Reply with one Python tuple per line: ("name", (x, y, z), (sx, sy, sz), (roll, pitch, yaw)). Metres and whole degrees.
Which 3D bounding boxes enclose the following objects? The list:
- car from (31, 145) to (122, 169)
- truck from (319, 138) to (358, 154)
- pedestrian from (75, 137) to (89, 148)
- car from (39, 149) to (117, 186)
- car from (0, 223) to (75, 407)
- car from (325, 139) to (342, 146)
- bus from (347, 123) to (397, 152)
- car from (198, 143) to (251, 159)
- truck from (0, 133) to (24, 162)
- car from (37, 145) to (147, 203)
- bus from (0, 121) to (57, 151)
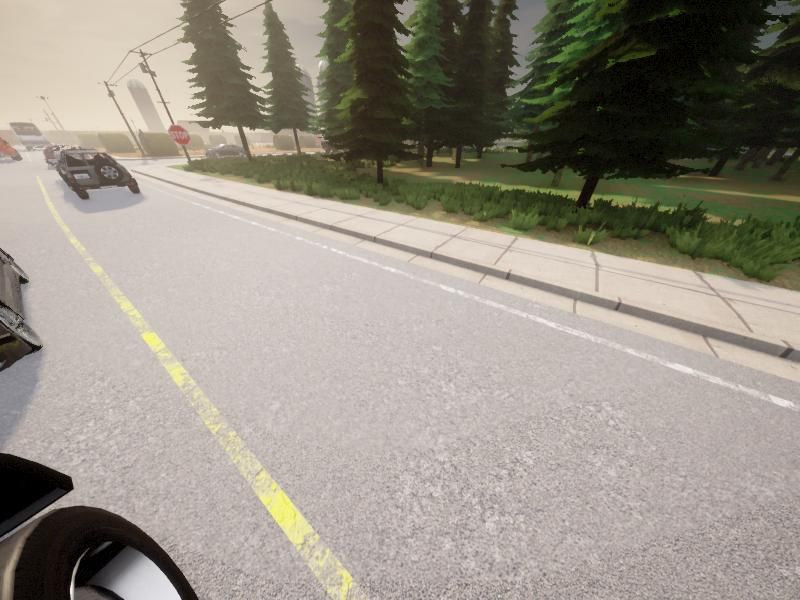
("car", (-27.988, -12.588, 20.223), (3.988, 1.617, 1.851), (-12, 37, -17))
("truck", (-10.482, -26.729, 40.033), (2.390, 2.098, 6.274), (21, 40, 27))
("pedestrian", (-66.352, -32.872, 48.201), (0.751, 1.860, 0.751), (-6, 36, -9))
("car", (-19.328, -8.059, 13.888), (4.514, 1.525, 2.007), (25, 42, 31))
("car", (-6.390, -0.082, 2.692), (4.902, 1.511, 2.128), (22, 41, 28))
("car", (-20.742, -49.151, 72.030), (4.553, 1.767, 2.097), (21, 40, 26))
("bus", (-5.182, -32.252, 46.046), (3.944, 4.253, 10.273), (21, 40, 27))
("car", (-22.853, -19.545, 30.251), (2.128, 1.511, 4.902), (21, 40, 27))
("truck", (-43.374, -16.266, 24.568), (5.204, 2.467, 2.627), (23, 41, 30))
("car", (-14.103, -5.923, 10.586), (4.605, 1.855, 1.932), (23, 41, 29))
("bus", (-71.402, -31.547, 44.505), (10.273, 4.253, 3.944), (23, 41, 29))
